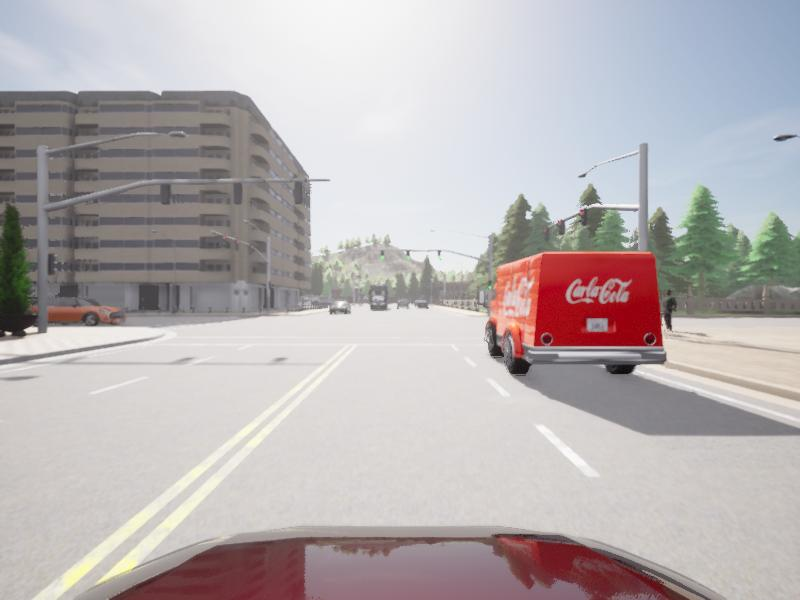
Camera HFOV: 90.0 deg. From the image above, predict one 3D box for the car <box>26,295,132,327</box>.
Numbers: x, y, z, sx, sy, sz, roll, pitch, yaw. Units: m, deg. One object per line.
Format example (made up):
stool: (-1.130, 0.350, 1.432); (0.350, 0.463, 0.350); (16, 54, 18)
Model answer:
car: (-18.678, 0.630, 23.415); (4.553, 1.767, 2.097); (0, 0, 1)

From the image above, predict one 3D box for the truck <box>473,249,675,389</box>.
truck: (3.544, 0.349, 9.647); (2.627, 2.467, 5.204); (0, 0, 0)

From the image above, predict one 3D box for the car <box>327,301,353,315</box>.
car: (-6.686, 0.835, 45.216); (2.163, 1.488, 4.792); (0, 0, 0)

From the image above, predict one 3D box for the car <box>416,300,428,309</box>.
car: (4.023, 0.744, 72.676); (1.930, 1.638, 5.238); (0, 0, 0)

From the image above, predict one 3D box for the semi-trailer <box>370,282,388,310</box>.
semi-trailer: (-3.552, -0.643, 70.660); (2.717, 4.402, 14.254); (0, 0, -1)

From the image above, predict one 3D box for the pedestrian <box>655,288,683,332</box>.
pedestrian: (11.535, 0.423, 17.179); (0.751, 1.860, 0.751); (0, 0, 6)

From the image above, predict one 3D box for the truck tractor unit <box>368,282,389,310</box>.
truck tractor unit: (-3.366, -0.541, 62.749); (3.053, 4.208, 6.516); (0, 0, -2)
